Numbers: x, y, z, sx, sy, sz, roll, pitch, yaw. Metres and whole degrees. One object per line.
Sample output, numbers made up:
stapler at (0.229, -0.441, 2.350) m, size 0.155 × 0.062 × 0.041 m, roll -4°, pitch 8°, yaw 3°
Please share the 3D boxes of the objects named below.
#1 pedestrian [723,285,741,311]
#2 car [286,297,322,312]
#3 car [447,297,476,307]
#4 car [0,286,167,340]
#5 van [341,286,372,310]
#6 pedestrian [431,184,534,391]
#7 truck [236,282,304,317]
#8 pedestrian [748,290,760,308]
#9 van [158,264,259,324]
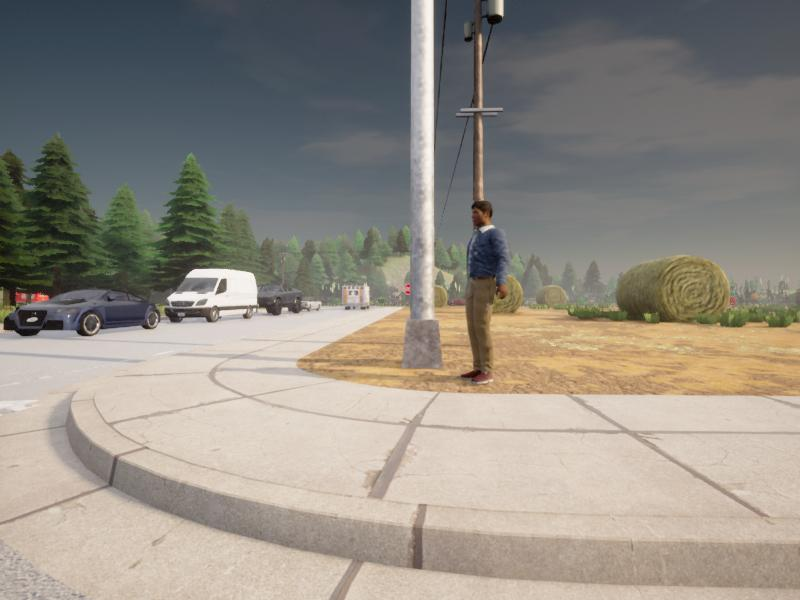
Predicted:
pedestrian at (23.886, -0.121, 28.787) m, size 0.751 × 1.860 × 0.751 m, roll 0°, pitch 0°, yaw 5°
car at (-8.415, 0.371, 35.423) m, size 1.895 × 1.301 × 4.718 m, roll 0°, pitch 0°, yaw 3°
car at (9.119, 0.246, 59.259) m, size 4.193 × 1.474 × 1.816 m, roll 0°, pitch 0°, yaw 6°
car at (-9.546, 0.334, 12.483) m, size 1.994 × 1.385 × 4.181 m, roll 0°, pitch 0°, yaw 3°
van at (-4.518, -0.195, 42.865) m, size 2.351 × 2.431 × 6.366 m, roll 0°, pitch 0°, yaw 3°
pedestrian at (0.807, -0.111, 4.065) m, size 0.751 × 1.860 × 0.751 m, roll 0°, pitch 0°, yaw -17°
truck at (-8.761, -0.031, 27.827) m, size 2.390 × 2.098 × 6.274 m, roll 0°, pitch 0°, yaw 3°
pedestrian at (38.415, -0.124, 43.360) m, size 0.751 × 1.860 × 0.751 m, roll 0°, pitch 0°, yaw -28°
van at (-9.175, -0.250, 19.959) m, size 1.988 × 2.561 × 5.915 m, roll 0°, pitch 0°, yaw 3°
